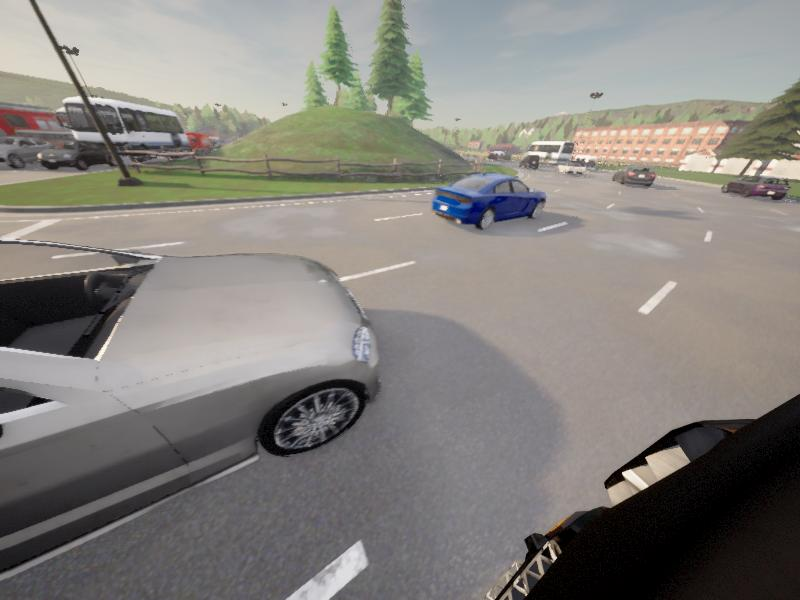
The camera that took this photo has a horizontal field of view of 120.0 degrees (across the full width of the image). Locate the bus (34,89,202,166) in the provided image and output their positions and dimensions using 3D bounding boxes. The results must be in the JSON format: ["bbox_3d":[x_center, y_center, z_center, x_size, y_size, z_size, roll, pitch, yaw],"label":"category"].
[{"bbox_3d":[-23.040,-14.840,20.588,3.944,4.253,10.273,-6,35,-14],"label":"bus"}]

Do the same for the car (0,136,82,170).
[{"bbox_3d":[-24.869,-9.680,15.096,2.152,1.651,5.027,-6,35,-14],"label":"car"}]

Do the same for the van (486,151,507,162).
[{"bbox_3d":[23.168,-34.550,55.565,2.069,2.038,4.480,-6,35,-13],"label":"van"}]

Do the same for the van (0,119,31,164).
[{"bbox_3d":[-28.334,-9.897,14.334,1.988,2.561,5.915,-6,35,-13],"label":"van"}]

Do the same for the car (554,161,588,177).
[{"bbox_3d":[21.898,-16.939,29.771,1.895,1.301,4.718,10,34,11],"label":"car"}]

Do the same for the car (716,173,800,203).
[{"bbox_3d":[26.806,-8.561,17.436,1.816,1.474,4.193,20,37,23],"label":"car"}]

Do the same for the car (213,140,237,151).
[{"bbox_3d":[-34.775,-30.848,45.994,2.242,1.667,4.611,-6,35,-14],"label":"car"}]

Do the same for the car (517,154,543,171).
[{"bbox_3d":[19.475,-20.755,34.765,1.905,1.878,3.866,6,34,4],"label":"car"}]

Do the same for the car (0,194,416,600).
[{"bbox_3d":[-2.645,0.518,1.499,5.027,1.651,2.152,-16,38,-26],"label":"car"}]

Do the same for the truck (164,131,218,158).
[{"bbox_3d":[-25.671,-19.352,28.750,2.627,2.467,5.204,-7,35,-14],"label":"truck"}]

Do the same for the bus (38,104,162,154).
[{"bbox_3d":[-36.852,-21.536,29.574,3.944,4.253,10.273,-6,35,-14],"label":"bus"}]

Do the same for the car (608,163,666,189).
[{"bbox_3d":[21.952,-11.774,21.704,2.242,1.667,4.611,17,36,20],"label":"car"}]

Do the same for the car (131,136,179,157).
[{"bbox_3d":[-28.832,-18.255,27.392,1.905,1.878,3.866,-6,35,-14],"label":"car"}]

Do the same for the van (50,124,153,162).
[{"bbox_3d":[-26.957,-14.503,21.433,2.351,2.431,6.366,-6,35,-14],"label":"van"}]

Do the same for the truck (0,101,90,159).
[{"bbox_3d":[-33.992,-14.964,20.335,2.891,3.827,8.468,-6,35,-14],"label":"truck"}]

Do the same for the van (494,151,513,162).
[{"bbox_3d":[26.003,-36.111,58.157,1.775,1.987,4.442,-6,35,-13],"label":"van"}]

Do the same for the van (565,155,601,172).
[{"bbox_3d":[30.117,-22.630,38.239,2.069,2.038,4.480,3,34,-2],"label":"van"}]

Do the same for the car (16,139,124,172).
[{"bbox_3d":[-21.284,-9.608,15.271,1.851,1.617,3.988,-6,35,-14],"label":"car"}]

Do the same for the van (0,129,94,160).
[{"bbox_3d":[-30.118,-13.454,20.023,1.775,1.987,4.442,-6,35,-14],"label":"van"}]

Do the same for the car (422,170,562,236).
[{"bbox_3d":[3.404,-3.733,8.392,5.008,1.535,1.882,-19,40,-30],"label":"car"}]

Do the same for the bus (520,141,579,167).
[{"bbox_3d":[31.849,-31.816,50.119,3.944,4.253,10.273,-6,35,-13],"label":"bus"}]

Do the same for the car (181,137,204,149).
[{"bbox_3d":[-42.577,-32.397,47.550,1.905,1.878,3.866,-6,35,-14],"label":"car"}]

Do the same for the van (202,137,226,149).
[{"bbox_3d":[-39.443,-33.382,49.111,2.069,2.038,4.480,-6,35,-14],"label":"van"}]

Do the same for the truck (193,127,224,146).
[{"bbox_3d":[-50.920,-43.501,61.778,2.891,3.827,8.468,-6,35,-14],"label":"truck"}]

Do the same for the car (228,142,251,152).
[{"bbox_3d":[-30.553,-29.356,44.225,2.128,1.511,4.902,-6,35,-14],"label":"car"}]
